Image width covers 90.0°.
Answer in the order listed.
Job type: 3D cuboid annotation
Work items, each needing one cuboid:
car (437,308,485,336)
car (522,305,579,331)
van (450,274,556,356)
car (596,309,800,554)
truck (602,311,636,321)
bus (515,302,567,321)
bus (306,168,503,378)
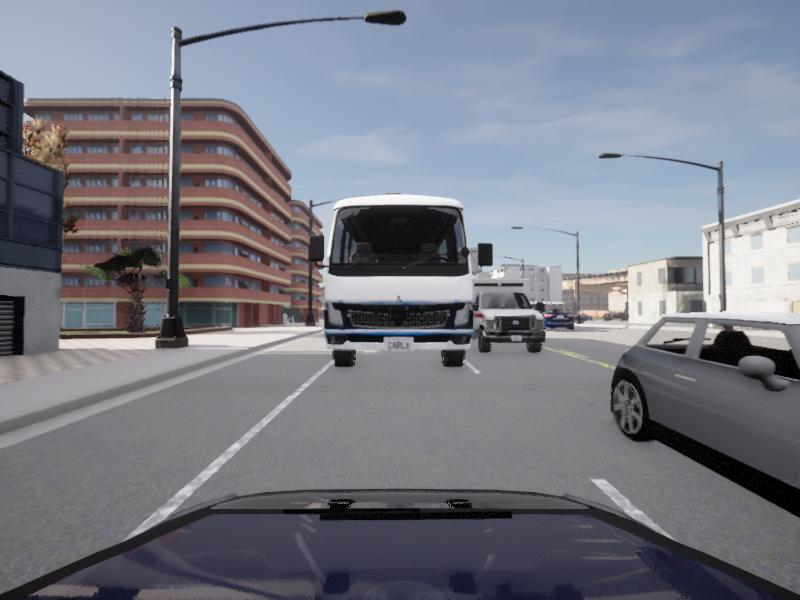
[{"bbox_3d":[3.272,1.174,22.495,1.812,1.442,4.674,0,-2,-2],"label":"car"},{"bbox_3d":[10.432,1.259,28.182,2.242,1.667,4.611,0,-2,0],"label":"car"},{"bbox_3d":[3.462,0.498,15.084,2.351,2.431,6.366,0,-1,0],"label":"van"},{"bbox_3d":[3.492,0.854,3.200,1.970,1.475,3.806,0,0,0],"label":"car"},{"bbox_3d":[49.275,3.643,90.252,6.274,2.098,2.390,0,-2,1],"label":"truck"},{"bbox_3d":[31.528,2.556,89.751,10.273,4.253,3.944,0,-2,-1],"label":"bus"},{"bbox_3d":[0.087,-0.440,13.206,3.944,4.253,10.273,0,-1,0],"label":"bus"}]
